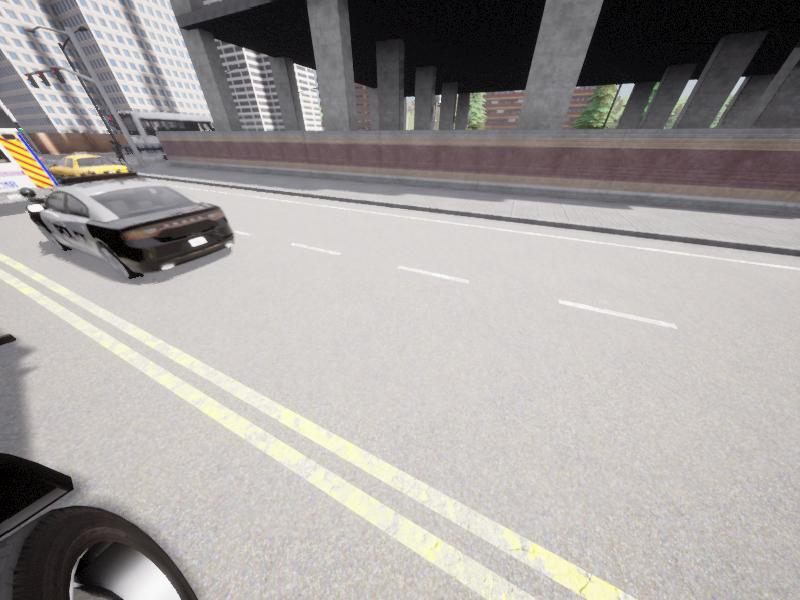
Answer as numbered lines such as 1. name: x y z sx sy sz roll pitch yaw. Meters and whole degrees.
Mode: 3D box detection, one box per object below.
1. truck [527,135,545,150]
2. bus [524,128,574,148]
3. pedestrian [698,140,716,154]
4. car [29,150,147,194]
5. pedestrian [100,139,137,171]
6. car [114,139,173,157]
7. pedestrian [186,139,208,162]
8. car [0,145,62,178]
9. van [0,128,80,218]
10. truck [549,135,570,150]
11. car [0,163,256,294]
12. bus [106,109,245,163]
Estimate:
1. truck: 29.422 -34.066 49.953 2.615 2.467 5.204 15 38 20
2. bus: 39.961 -43.840 62.594 10.273 4.253 3.944 15 38 20
3. pedestrian: 48.016 -23.955 36.145 0.751 1.860 0.751 15 38 20
4. car: -16.296 -6.829 12.110 5.366 1.575 1.801 15 38 20
5. pedestrian: -20.309 -10.489 16.722 0.751 1.860 0.751 -10 36 -14
6. car: -34.373 -20.520 31.139 1.932 1.855 4.605 17 38 22
7. pedestrian: -19.851 -14.650 22.624 0.751 1.860 0.751 22 40 27
8. car: -26.772 -9.678 16.004 4.611 1.667 2.242 15 38 20
9. van: -15.949 -4.861 8.588 6.366 2.431 2.351 15 38 20
10. truck: 33.333 -33.009 48.479 2.615 2.467 5.204 15 38 20
11. car: -6.194 -1.919 5.163 5.238 1.638 1.930 15 38 20
12. bus: -25.078 -19.135 27.179 3.944 4.253 10.273 13 37 18
